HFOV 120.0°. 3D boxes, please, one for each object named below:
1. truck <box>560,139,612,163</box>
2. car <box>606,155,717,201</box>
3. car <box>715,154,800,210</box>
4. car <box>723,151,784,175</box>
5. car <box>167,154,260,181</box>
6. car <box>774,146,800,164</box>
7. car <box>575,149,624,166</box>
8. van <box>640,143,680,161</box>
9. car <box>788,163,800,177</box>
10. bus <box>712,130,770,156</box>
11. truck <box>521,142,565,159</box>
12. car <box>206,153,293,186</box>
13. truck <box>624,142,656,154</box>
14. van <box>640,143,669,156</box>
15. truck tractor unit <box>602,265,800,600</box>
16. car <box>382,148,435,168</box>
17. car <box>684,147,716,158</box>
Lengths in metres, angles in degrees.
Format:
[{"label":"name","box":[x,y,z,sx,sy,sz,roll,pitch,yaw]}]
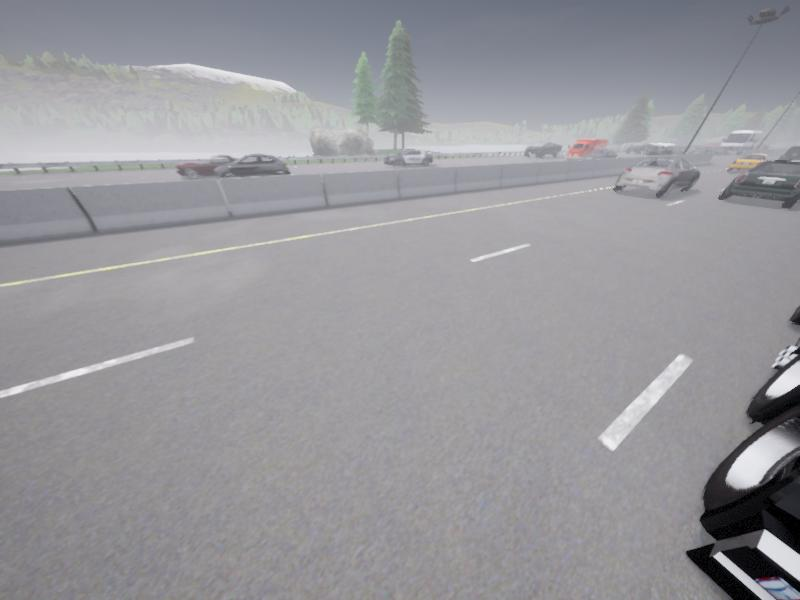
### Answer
[{"label":"truck","box":[24.377,-19.637,30.345,5.204,2.467,2.627,-18,39,-25]},{"label":"car","box":[13.855,-6.646,12.297,5.027,1.651,2.152,-18,39,-24]},{"label":"car","box":[17.356,-5.541,10.593,4.553,1.767,2.097,-18,39,-24]},{"label":"car","box":[31.994,-12.471,20.900,5.366,1.575,1.801,-18,39,-24]},{"label":"car","box":[-12.830,-9.429,16.309,4.718,1.301,1.895,-18,39,-24]},{"label":"car","box":[51.222,-18.792,29.919,3.866,1.878,1.905,-18,39,-24]},{"label":"car","box":[22.931,-16.430,26.561,4.902,1.511,2.128,-18,39,-24]},{"label":"van","box":[37.493,-21.340,33.311,4.480,2.038,2.069,-18,39,-24]},{"label":"car","box":[33.660,-10.662,18.405,3.806,1.475,1.970,-18,39,-24]},{"label":"bus","box":[72.637,-33.488,49.205,10.273,4.253,3.944,-18,39,-24]},{"label":"truck","box":[22.377,-23.399,36.064,6.274,2.098,2.390,-18,39,-24]},{"label":"car","box":[-9.306,-8.333,14.611,4.193,1.474,1.816,-18,39,-24]},{"label":"truck","box":[51.948,-32.927,50.072,6.274,2.098,2.390,-18,39,-24]},{"label":"van","box":[51.115,-30.329,46.384,4.480,2.038,2.069,-18,39,-24]},{"label":"truck tractor unit","box":[5.112,-0.298,0.788,6.516,4.208,3.053,-18,39,-24]},{"label":"car","box":[0.867,-14.649,23.752,4.974,1.542,2.038,-12,37,-16]},{"label":"car","box":[52.974,-26.108,40.794,4.902,1.511,2.128,-18,39,-24]}]
